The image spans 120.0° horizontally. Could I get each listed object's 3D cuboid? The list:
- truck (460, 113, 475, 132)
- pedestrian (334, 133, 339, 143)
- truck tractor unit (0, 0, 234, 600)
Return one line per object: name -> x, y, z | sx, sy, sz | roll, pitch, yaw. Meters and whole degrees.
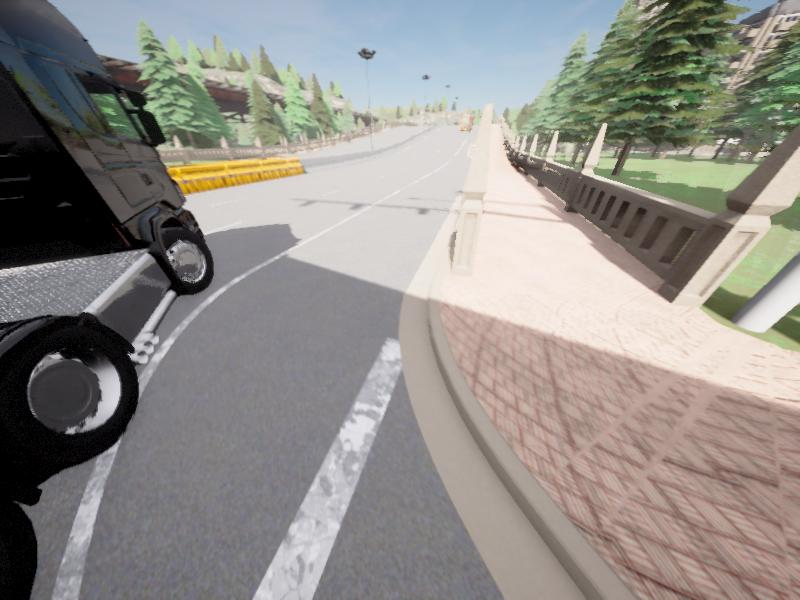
truck -> 19.649, -51.640, 67.073 | 2.891, 3.827, 8.468 | 10, 42, 14
pedestrian -> -15.290, -39.025, 55.619 | 0.751, 1.860, 0.751 | 10, 36, 14
truck tractor unit -> -4.237, -0.733, 1.475 | 3.053, 4.208, 6.516 | -15, 36, -18
